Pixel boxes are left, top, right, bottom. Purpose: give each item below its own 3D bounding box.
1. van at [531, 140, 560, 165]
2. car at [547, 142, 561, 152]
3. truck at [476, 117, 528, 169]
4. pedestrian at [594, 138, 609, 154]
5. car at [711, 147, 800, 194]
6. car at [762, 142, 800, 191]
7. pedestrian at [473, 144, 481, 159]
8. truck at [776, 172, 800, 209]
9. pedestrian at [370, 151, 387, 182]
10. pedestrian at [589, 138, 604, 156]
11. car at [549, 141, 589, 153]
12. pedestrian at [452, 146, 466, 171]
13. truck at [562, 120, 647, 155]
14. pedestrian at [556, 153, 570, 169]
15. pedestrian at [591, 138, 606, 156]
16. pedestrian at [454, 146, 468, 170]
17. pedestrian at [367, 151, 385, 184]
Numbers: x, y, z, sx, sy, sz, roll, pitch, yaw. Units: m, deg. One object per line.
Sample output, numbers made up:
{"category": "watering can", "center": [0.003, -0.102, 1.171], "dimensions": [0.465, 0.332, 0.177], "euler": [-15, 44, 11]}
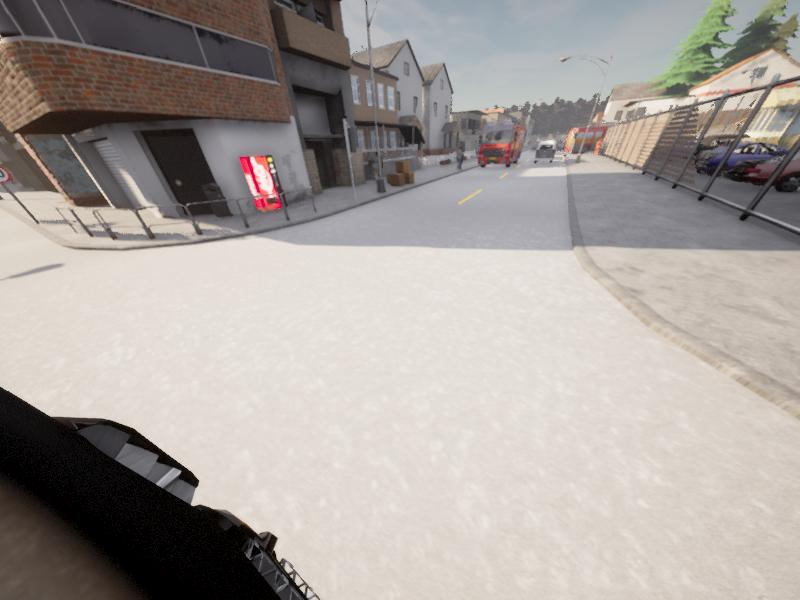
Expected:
{"category": "van", "center": [15.838, -16.078, 25.089], "dimensions": [2.069, 2.038, 4.480], "euler": [16, 38, 26]}
{"category": "car", "center": [34.539, -34.416, 51.810], "dimensions": [2.242, 1.667, 4.611], "euler": [16, 38, 26]}
{"category": "truck", "center": [10.767, -16.253, 24.135], "dimensions": [2.891, 3.827, 8.468], "euler": [16, 38, 26]}
{"category": "pedestrian", "center": [27.542, -21.063, 31.618], "dimensions": [0.751, 1.860, 0.751], "euler": [11, 36, 19]}
{"category": "car", "center": [16.269, -4.774, 8.474], "dimensions": [5.357, 1.415, 2.033], "euler": [16, 38, 26]}
{"category": "car", "center": [16.518, -4.907, 8.526], "dimensions": [1.789, 1.547, 3.705], "euler": [16, 38, 26]}
{"category": "pedestrian", "center": [12.048, -23.204, 36.051], "dimensions": [0.751, 1.860, 0.751], "euler": [17, 39, 28]}
{"category": "truck", "center": [14.130, -3.107, 5.566], "dimensions": [4.478, 2.038, 2.069], "euler": [16, 38, 26]}
{"category": "pedestrian", "center": [-1.463, -9.356, 16.229], "dimensions": [0.751, 1.860, 0.751], "euler": [14, 37, 24]}
{"category": "pedestrian", "center": [25.138, -19.570, 29.557], "dimensions": [0.751, 1.860, 0.751], "euler": [14, 37, 24]}
{"category": "car", "center": [29.792, -27.012, 40.849], "dimensions": [2.152, 1.651, 5.027], "euler": [-25, 39, -30]}
{"category": "pedestrian", "center": [5.280, -12.659, 20.695], "dimensions": [0.751, 1.860, 0.751], "euler": [-29, 42, -34]}
{"category": "truck", "center": [30.307, -24.339, 34.793], "dimensions": [8.468, 3.827, 2.891], "euler": [3, 34, 8]}
{"category": "pedestrian", "center": [13.842, -11.804, 19.615], "dimensions": [0.500, 1.100, 0.500], "euler": [-3, 34, 1]}
{"category": "pedestrian", "center": [24.496, -18.887, 28.578], "dimensions": [0.751, 1.860, 0.751], "euler": [15, 38, 25]}
{"category": "pedestrian", "center": [5.541, -12.985, 21.166], "dimensions": [0.751, 1.860, 0.751], "euler": [-24, 39, -29]}
{"category": "pedestrian", "center": [-1.576, -8.884, 15.527], "dimensions": [0.751, 1.860, 0.751], "euler": [-22, 38, -26]}
